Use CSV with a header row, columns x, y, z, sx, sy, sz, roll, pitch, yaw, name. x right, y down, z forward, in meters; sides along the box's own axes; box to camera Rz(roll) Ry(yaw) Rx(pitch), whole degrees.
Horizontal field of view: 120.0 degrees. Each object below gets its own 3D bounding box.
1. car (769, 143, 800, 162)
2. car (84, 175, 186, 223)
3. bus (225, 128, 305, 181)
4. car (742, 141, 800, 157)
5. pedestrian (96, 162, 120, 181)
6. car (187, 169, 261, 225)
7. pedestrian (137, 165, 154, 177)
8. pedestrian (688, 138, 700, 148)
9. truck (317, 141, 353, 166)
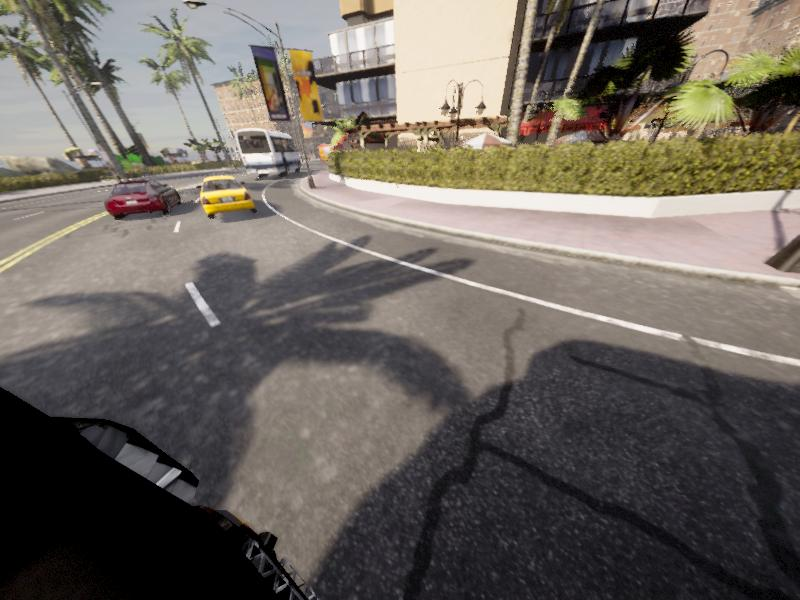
x,y,z,sx,sy,sz,roll,pitch,yaw,name
38.378,-13.567,21.257,2.033,1.411,5.357,11,35,19,car
-12.389,-5.075,11.239,1.994,1.385,4.181,-19,37,-24,car
-14.762,-16.960,26.916,3.944,4.253,10.273,-5,33,-4,bus
45.334,-18.268,27.960,2.163,1.488,4.792,11,35,19,car
-33.678,-14.862,26.666,0.751,1.860,0.751,3,34,8,pedestrian
-8.110,-4.998,10.680,1.801,1.575,5.366,-22,38,-28,car
-34.017,-17.277,30.891,0.751,1.300,0.751,-1,33,2,pedestrian
66.892,-35.640,52.604,0.751,1.860,0.751,9,35,16,pedestrian
-12.677,-29.522,46.392,2.891,3.827,8.468,6,34,12,truck
